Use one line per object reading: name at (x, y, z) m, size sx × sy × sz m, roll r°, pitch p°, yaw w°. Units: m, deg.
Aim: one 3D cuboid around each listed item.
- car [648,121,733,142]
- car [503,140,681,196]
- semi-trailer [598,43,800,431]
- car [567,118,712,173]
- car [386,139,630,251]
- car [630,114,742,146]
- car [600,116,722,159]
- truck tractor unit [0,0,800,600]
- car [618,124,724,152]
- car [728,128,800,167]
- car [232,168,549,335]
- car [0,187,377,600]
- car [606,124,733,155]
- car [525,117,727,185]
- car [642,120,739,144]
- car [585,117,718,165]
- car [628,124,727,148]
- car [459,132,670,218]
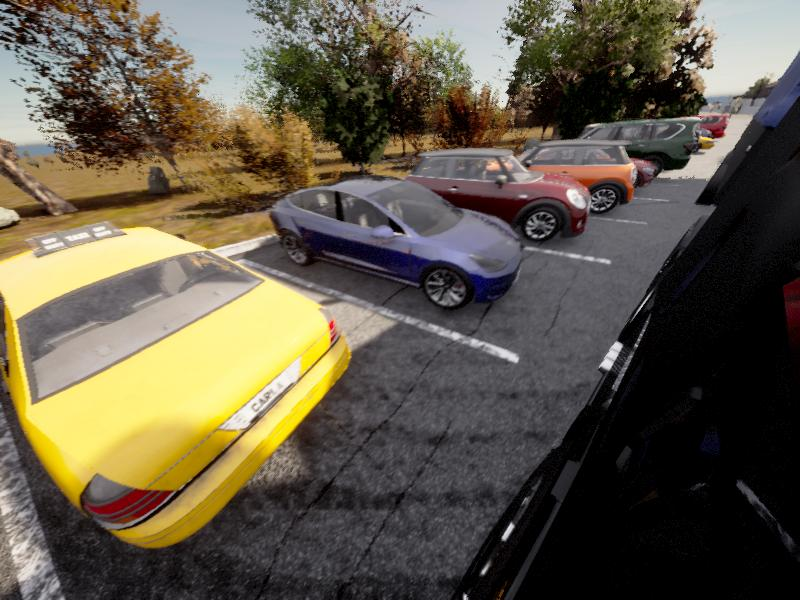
car at (29.522, -17.358, 23.782) m, size 4.892 × 1.521 × 2.231 m, roll 17°, pitch 41°, yaw 25°
car at (6.809, -5.178, 8.922) m, size 4.674 × 1.452 × 2.002 m, roll 17°, pitch 41°, yaw 25°
semi-trailer at (8.691, -3.599, 4.248) m, size 14.254 × 4.402 × 2.717 m, roll -28°, pitch 44°, yaw -30°
car at (11.451, -7.787, 11.687) m, size 4.442 × 1.987 × 1.878 m, roll 17°, pitch 41°, yaw 25°
car at (2.226, -2.892, 5.864) m, size 4.553 × 1.767 × 2.185 m, roll 17°, pitch 41°, yaw 25°
car at (24.961, -15.132, 20.657) m, size 5.566 × 2.045 × 2.435 m, roll 17°, pitch 41°, yaw 25°
car at (15.999, -10.219, 14.665) m, size 4.442 × 1.987 × 1.878 m, roll 17°, pitch 41°, yaw 25°
truck tractor unit at (2.645, -0.295, 0.351) m, size 6.516 × 4.208 × 3.053 m, roll -28°, pitch 44°, yaw -30°
car at (20.428, -12.477, 17.848) m, size 4.792 × 1.488 × 2.163 m, roll 17°, pitch 41°, yaw 25°
car at (19.598, -8.176, 12.263) m, size 4.181 × 1.385 × 1.994 m, roll -28°, pitch 44°, yaw -30°
car at (-0.310, -1.371, 4.240) m, size 4.792 × 1.488 × 2.163 m, roll 17°, pitch 41°, yaw 25°
car at (-3.096, -0.066, 2.612) m, size 5.366 × 1.575 × 1.946 m, roll 17°, pitch 41°, yaw 25°
car at (18.343, -11.234, 16.253) m, size 5.366 × 1.575 × 1.946 m, roll 17°, pitch 41°, yaw 25°
car at (9.046, -6.630, 10.243) m, size 5.566 × 2.045 × 2.435 m, roll 17°, pitch 41°, yaw 25°
car at (27.425, -16.098, 22.212) m, size 5.366 × 1.575 × 1.946 m, roll 17°, pitch 41°, yaw 25°
car at (13.725, -9.003, 13.176) m, size 4.442 × 1.987 × 1.878 m, roll 17°, pitch 41°, yaw 25°
car at (22.755, -13.680, 19.316) m, size 4.792 × 1.488 × 2.163 m, roll 17°, pitch 41°, yaw 25°
car at (4.552, -4.085, 7.318) m, size 4.553 × 1.767 × 2.185 m, roll 17°, pitch 41°, yaw 25°
